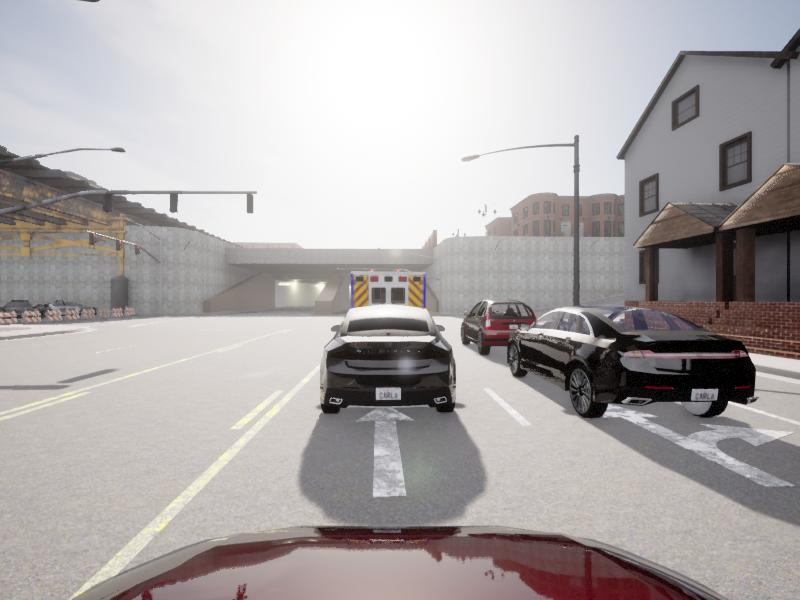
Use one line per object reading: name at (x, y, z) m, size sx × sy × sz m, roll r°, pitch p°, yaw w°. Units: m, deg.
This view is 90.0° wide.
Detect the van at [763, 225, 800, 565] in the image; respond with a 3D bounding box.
van at (3.492, 0.572, 0.423) m, size 2.069 × 2.038 × 4.480 m, roll 0°, pitch 0°, yaw -2°

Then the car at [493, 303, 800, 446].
car at (3.293, 0.836, 6.852) m, size 2.128 × 1.511 × 4.902 m, roll 0°, pitch 0°, yaw -2°

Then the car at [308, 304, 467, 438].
car at (-0.209, 0.844, 7.073) m, size 1.837 × 1.490 × 4.892 m, roll 0°, pitch 0°, yaw -2°

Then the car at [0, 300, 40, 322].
car at (-29.116, 0.796, 30.609) m, size 2.038 × 1.542 × 4.974 m, roll 0°, pitch 0°, yaw -38°

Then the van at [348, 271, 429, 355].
van at (-0.436, 0.378, 14.773) m, size 2.351 × 2.431 × 6.366 m, roll 0°, pitch 0°, yaw -2°

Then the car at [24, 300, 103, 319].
car at (-30.069, 0.796, 35.949) m, size 2.038 × 1.542 × 4.974 m, roll 0°, pitch 0°, yaw 27°

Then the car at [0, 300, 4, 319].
car at (-29.000, 0.638, 25.964) m, size 1.853 × 1.218 × 4.536 m, roll 0°, pitch 0°, yaw 42°

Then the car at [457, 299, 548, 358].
car at (3.116, 0.788, 13.044) m, size 1.851 × 1.617 × 3.988 m, roll 0°, pitch 0°, yaw -2°

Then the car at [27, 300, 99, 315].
car at (-30.092, 0.638, 35.903) m, size 1.853 × 1.218 × 4.536 m, roll 0°, pitch 0°, yaw 27°

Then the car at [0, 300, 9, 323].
car at (-28.966, 0.796, 26.003) m, size 2.038 × 1.542 × 4.974 m, roll 0°, pitch 0°, yaw 42°
